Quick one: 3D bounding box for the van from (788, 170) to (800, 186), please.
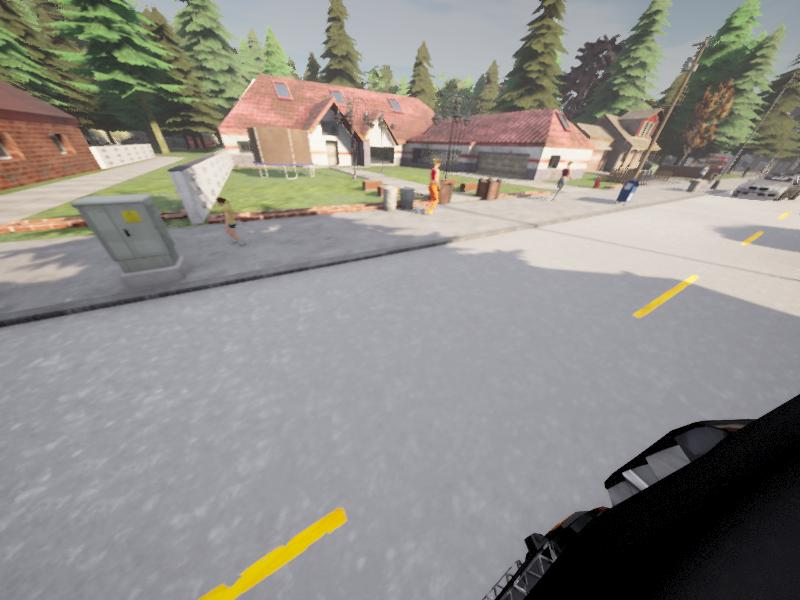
[{"bbox_3d":[58.673,-17.694,32.811,6.366,2.431,2.351,-16,38,-26],"label":"van"}]

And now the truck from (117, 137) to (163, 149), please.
[{"bbox_3d":[-59.144,-35.845,52.767,6.274,2.098,2.390,-16,38,-26],"label":"truck"}]

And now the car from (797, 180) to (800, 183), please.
[{"bbox_3d":[65.828,-19.358,36.694,4.514,1.525,2.007,-16,38,-26],"label":"car"}]

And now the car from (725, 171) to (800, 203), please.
[{"bbox_3d":[26.526,-8.118,16.496,4.611,1.667,2.242,-11,36,-20],"label":"car"}]

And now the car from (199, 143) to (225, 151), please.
[{"bbox_3d":[-47.668,-38.894,58.734,4.674,1.442,1.812,-16,38,-26],"label":"car"}]

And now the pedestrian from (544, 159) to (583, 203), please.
[{"bbox_3d":[8.203,-5.994,11.662,0.751,1.860,0.751,-18,38,-27],"label":"pedestrian"}]

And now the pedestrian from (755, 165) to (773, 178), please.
[{"bbox_3d":[62.272,-22.064,39.553,0.751,1.860,0.751,-16,38,-26],"label":"pedestrian"}]

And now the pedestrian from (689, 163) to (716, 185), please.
[{"bbox_3d":[30.094,-12.527,22.993,0.751,1.860,0.751,-20,39,-30],"label":"pedestrian"}]

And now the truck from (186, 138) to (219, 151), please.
[{"bbox_3d":[-46.888,-36.992,54.979,5.204,2.467,2.627,-16,38,-26],"label":"truck"}]

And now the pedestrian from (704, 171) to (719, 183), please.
[{"bbox_3d":[34.890,-13.757,25.862,0.500,1.100,0.500,-20,40,-30],"label":"pedestrian"}]

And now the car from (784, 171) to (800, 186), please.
[{"bbox_3d":[51.227,-15.322,29.202,3.806,1.475,1.970,-16,38,-26],"label":"car"}]

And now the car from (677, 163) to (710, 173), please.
[{"bbox_3d":[74.862,-33.725,58.950,2.242,1.667,4.611,-16,38,-26],"label":"car"}]

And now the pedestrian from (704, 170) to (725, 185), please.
[{"bbox_3d":[32.770,-12.799,24.091,0.751,1.300,0.751,-21,40,-31],"label":"pedestrian"}]

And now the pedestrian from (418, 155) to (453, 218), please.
[{"bbox_3d":[1.200,-3.977,8.148,0.751,1.860,0.751,-11,36,-19],"label":"pedestrian"}]

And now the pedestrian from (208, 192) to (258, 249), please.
[{"bbox_3d":[-3.691,-1.774,5.180,0.500,1.100,0.500,-8,35,-15],"label":"pedestrian"}]

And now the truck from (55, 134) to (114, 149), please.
[{"bbox_3d":[-63.479,-32.042,46.727,6.274,2.098,2.390,-16,38,-26],"label":"truck"}]

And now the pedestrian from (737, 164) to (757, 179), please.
[{"bbox_3d":[50.437,-18.650,33.602,0.751,1.860,0.751,-16,38,-26],"label":"pedestrian"}]
